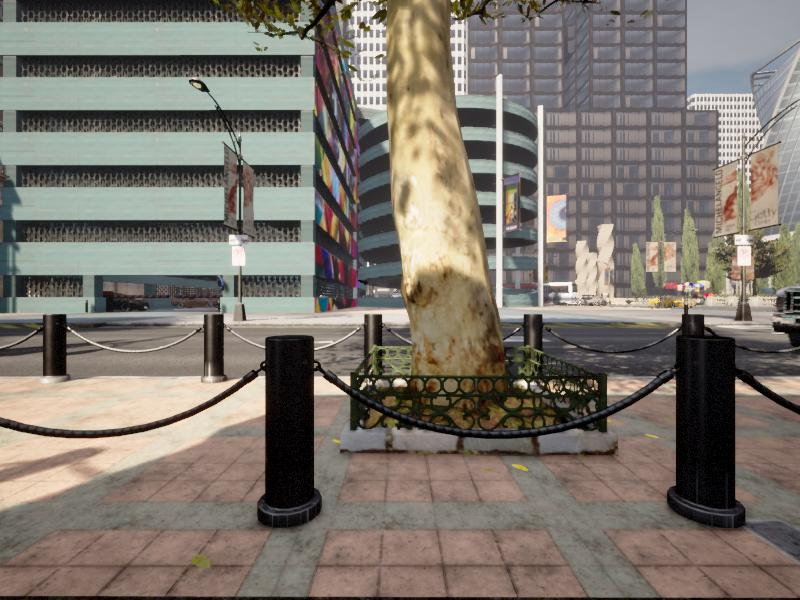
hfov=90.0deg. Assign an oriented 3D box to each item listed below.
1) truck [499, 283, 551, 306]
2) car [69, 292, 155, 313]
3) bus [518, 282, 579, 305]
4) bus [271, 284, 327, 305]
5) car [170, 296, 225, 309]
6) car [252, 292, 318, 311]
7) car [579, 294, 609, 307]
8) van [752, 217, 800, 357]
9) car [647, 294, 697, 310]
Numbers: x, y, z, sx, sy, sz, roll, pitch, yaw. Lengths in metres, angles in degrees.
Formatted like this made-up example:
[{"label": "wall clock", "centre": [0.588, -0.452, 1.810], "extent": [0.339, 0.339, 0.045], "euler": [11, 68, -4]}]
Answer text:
[{"label": "truck", "centre": [21.523, -0.925, 69.456], "extent": [2.891, 3.827, 8.468], "euler": [0, 0, -39]}, {"label": "car", "centre": [-21.193, 0.157, 29.591], "extent": [4.786, 1.482, 2.161], "euler": [0, 0, 0]}, {"label": "bus", "centre": [28.571, -1.139, 77.185], "extent": [10.273, 4.253, 3.944], "euler": [0, 0, 44]}, {"label": "bus", "centre": [-20.393, -1.138, 81.128], "extent": [10.273, 4.253, 3.944], "euler": [0, 0, 0]}, {"label": "car", "centre": [-20.752, 0.207, 41.191], "extent": [4.718, 1.301, 1.895], "euler": [0, 0, 0]}, {"label": "car", "centre": [-9.593, 0.117, 33.684], "extent": [4.902, 1.511, 2.128], "euler": [0, 0, 0]}, {"label": "car", "centre": [30.126, 0.047, 62.282], "extent": [1.905, 1.878, 3.866], "euler": [0, 0, -24]}, {"label": "van", "centre": [10.109, -0.222, 6.691], "extent": [6.366, 2.431, 2.351], "euler": [0, 0, 0]}, {"label": "car", "centre": [30.015, 0.201, 44.320], "extent": [1.801, 1.575, 5.366], "euler": [0, 0, -1]}]
